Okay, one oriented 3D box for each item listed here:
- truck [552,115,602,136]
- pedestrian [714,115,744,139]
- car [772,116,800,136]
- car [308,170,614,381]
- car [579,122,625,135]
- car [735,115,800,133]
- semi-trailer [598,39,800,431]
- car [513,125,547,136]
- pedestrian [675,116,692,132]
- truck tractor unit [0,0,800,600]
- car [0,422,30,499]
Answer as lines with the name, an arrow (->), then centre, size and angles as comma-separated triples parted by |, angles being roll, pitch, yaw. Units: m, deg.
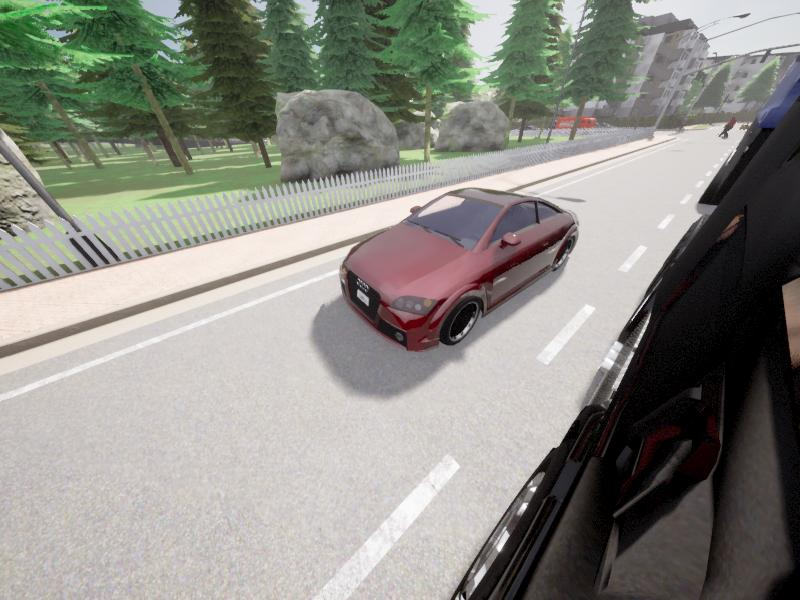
truck -> 27.676, -27.363, 36.372 | 2.627, 2.467, 5.204 | -26, 43, -28
pedestrian -> 32.522, -17.124, 22.858 | 0.751, 1.860, 0.751 | 15, 40, 22
car -> 41.406, -17.326, 22.840 | 5.366, 1.575, 1.801 | -2, 37, 1
car -> 1.112, -0.949, 3.699 | 4.181, 1.385, 1.994 | -26, 43, -28
car -> 31.963, -27.230, 36.723 | 2.128, 1.511, 4.902 | -26, 43, -28
car -> 44.916, -21.053, 27.596 | 1.801, 1.575, 5.366 | -26, 43, -28
semi-trailer -> 8.707, -3.602, 4.214 | 14.254, 4.402, 2.717 | -28, 44, -30
car -> 23.189, -30.321, 41.421 | 1.837, 1.490, 4.892 | -26, 43, -28
pedestrian -> 41.221, -25.572, 33.591 | 0.751, 1.860, 0.751 | 22, 43, 29
truck tractor unit -> 2.645, -0.295, 0.351 | 6.516, 4.208, 3.053 | -28, 44, -30
car -> -4.471, 1.841, 0.128 | 3.988, 1.617, 1.851 | -27, 43, -29
